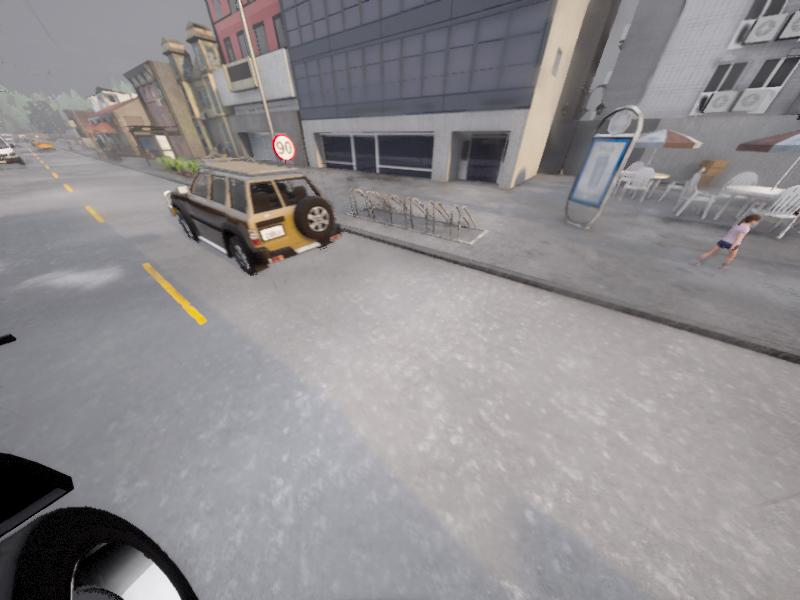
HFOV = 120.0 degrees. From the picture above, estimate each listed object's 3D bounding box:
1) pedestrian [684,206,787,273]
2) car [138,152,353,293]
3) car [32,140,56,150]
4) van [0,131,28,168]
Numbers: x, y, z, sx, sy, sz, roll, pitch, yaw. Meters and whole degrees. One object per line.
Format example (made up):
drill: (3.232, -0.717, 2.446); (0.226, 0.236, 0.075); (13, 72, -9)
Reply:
pedestrian: (6.287, -1.149, 4.417); (0.500, 1.100, 0.500); (12, 37, 16)
car: (-3.509, -2.141, 5.298); (4.605, 1.855, 1.932); (24, 41, 28)
car: (-67.553, -29.420, 43.812); (5.008, 1.535, 1.882); (23, 41, 29)
van: (-35.866, -13.402, 20.452); (5.915, 2.561, 1.988); (23, 41, 29)
